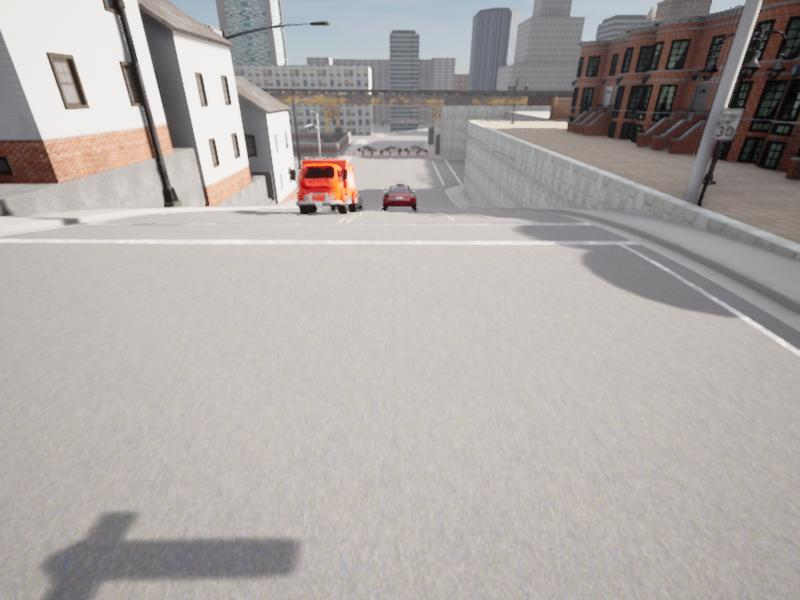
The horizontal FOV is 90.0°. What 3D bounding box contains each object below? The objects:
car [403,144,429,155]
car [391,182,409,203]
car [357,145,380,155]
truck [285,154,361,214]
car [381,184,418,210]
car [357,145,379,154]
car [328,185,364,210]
[{"bbox_3d":[3.393,-31.567,83.904,4.974,1.542,2.038,14,30,26],"label":"car"},{"bbox_3d":[0.002,-11.771,43.689,1.932,1.855,4.605,0,19,0],"label":"car"},{"bbox_3d":[-6.588,-31.249,83.257,4.974,1.542,2.038,24,36,38],"label":"car"},{"bbox_3d":[-3.545,-5.574,19.733,2.627,2.467,5.204,-1,14,0],"label":"truck"},{"bbox_3d":[-0.018,-6.205,24.308,1.994,1.385,4.181,0,14,0],"label":"car"},{"bbox_3d":[-6.625,-31.405,83.216,4.536,1.218,1.853,24,36,38],"label":"car"},{"bbox_3d":[-3.506,-6.812,26.638,1.816,1.474,4.193,0,14,0],"label":"car"}]
